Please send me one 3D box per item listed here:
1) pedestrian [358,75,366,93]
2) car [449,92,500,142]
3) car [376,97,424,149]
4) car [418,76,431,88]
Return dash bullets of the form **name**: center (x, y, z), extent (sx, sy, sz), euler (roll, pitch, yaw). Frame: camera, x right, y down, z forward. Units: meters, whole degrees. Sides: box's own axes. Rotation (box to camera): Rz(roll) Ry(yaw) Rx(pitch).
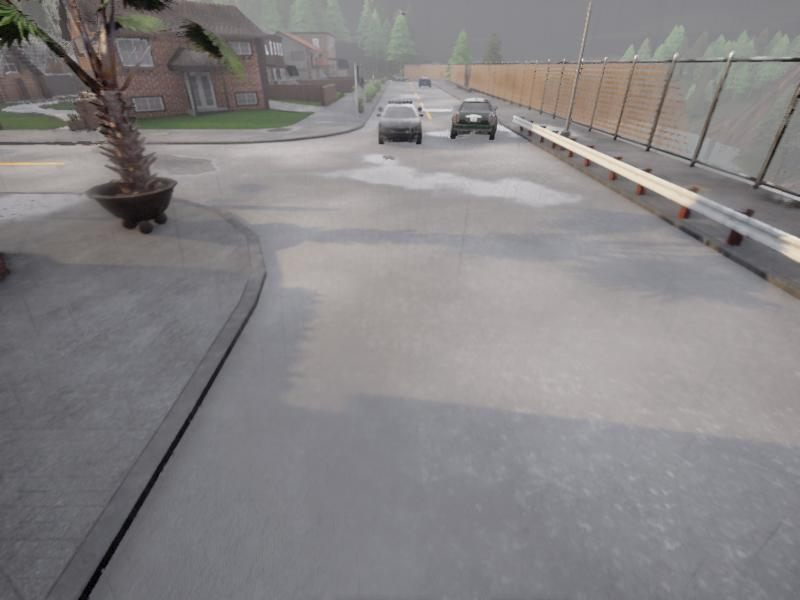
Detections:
- **pedestrian**: center (-4.667, -26.610, 49.294), extent (0.751, 1.860, 0.751), euler (0, 30, -1)
- **car**: center (3.740, -9.271, 20.028), extent (2.097, 1.767, 4.553), euler (5, 31, 9)
- **car**: center (0.009, -8.338, 18.587), extent (1.930, 1.638, 5.238), euler (0, 30, 0)
- **car**: center (4.013, -35.803, 65.555), extent (1.882, 1.535, 5.008), euler (0, 30, 0)
